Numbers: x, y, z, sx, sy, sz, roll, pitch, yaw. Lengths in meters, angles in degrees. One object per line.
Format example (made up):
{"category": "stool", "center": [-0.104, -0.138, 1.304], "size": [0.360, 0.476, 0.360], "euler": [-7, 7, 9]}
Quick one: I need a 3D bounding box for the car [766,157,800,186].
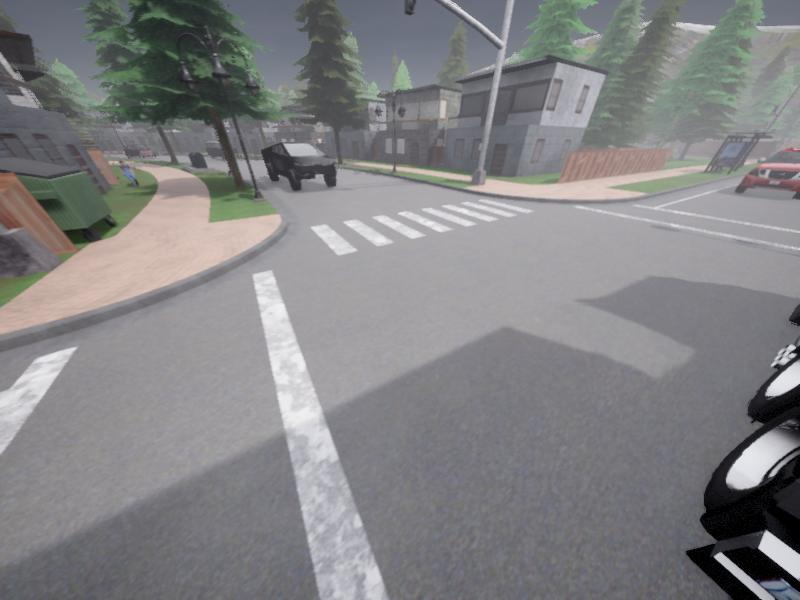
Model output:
{"category": "car", "center": [27.260, -8.664, 15.517], "size": [4.181, 1.385, 1.994], "euler": [-18, 39, -24]}

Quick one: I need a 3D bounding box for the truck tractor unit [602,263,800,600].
{"category": "truck tractor unit", "center": [5.111, -0.300, 0.786], "size": [6.516, 4.208, 3.053], "euler": [-18, 39, -24]}

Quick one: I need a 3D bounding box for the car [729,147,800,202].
{"category": "car", "center": [20.342, -6.686, 12.015], "size": [5.566, 2.045, 2.150], "euler": [-18, 39, -24]}

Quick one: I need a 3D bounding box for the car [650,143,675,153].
{"category": "car", "center": [56.348, -32.677, 49.599], "size": [4.605, 1.855, 1.932], "euler": [-19, 39, -25]}

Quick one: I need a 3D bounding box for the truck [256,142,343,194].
{"category": "truck", "center": [-5.991, -7.923, 13.471], "size": [2.390, 2.098, 6.274], "euler": [-24, 42, -31]}
